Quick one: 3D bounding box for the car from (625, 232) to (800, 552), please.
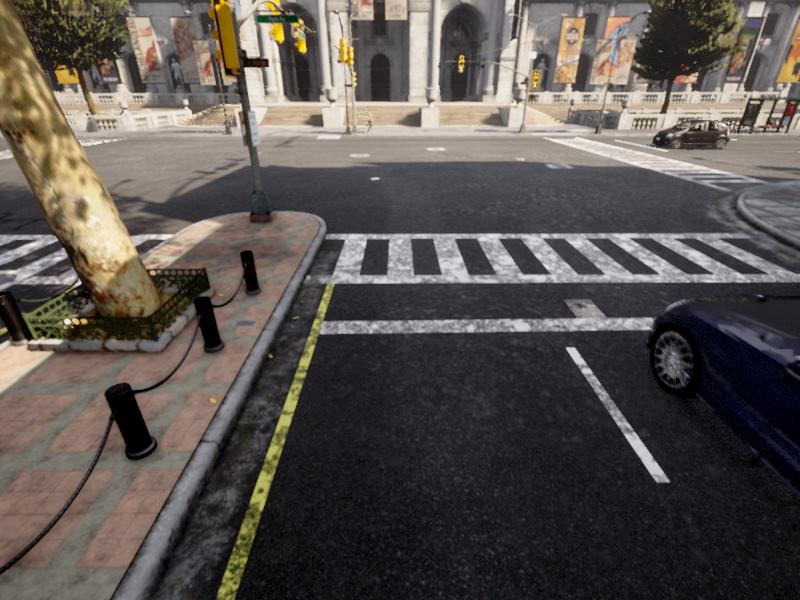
[{"bbox_3d":[4.059,1.108,2.685,2.152,1.651,5.027,0,27,0],"label":"car"}]

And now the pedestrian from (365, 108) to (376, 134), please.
[{"bbox_3d":[-2.463,-14.827,33.122,0.751,1.860,0.751,-4,27,-8],"label":"pedestrian"}]

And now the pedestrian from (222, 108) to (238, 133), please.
[{"bbox_3d":[-14.286,-15.076,33.641,0.751,1.860,0.751,0,27,-1],"label":"pedestrian"}]

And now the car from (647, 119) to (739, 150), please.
[{"bbox_3d":[18.105,-10.287,24.878,3.988,1.617,1.851,0,27,0],"label":"car"}]
